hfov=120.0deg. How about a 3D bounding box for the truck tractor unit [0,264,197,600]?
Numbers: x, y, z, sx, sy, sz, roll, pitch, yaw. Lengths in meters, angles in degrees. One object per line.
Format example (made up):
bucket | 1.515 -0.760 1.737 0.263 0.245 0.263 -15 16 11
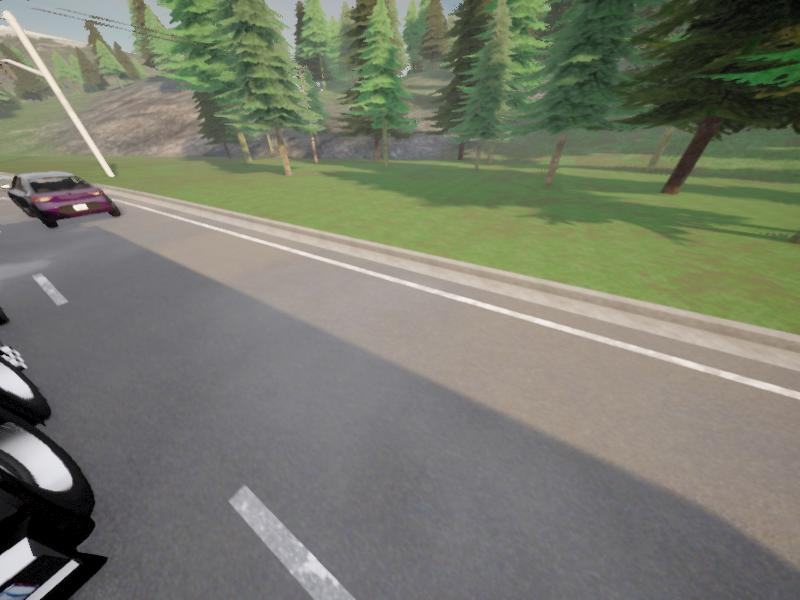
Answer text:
truck tractor unit | -5.112 -0.298 0.785 6.516 4.208 3.053 18 39 24

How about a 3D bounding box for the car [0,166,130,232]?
car | -12.061 -3.707 8.145 4.193 1.474 1.816 18 39 24
